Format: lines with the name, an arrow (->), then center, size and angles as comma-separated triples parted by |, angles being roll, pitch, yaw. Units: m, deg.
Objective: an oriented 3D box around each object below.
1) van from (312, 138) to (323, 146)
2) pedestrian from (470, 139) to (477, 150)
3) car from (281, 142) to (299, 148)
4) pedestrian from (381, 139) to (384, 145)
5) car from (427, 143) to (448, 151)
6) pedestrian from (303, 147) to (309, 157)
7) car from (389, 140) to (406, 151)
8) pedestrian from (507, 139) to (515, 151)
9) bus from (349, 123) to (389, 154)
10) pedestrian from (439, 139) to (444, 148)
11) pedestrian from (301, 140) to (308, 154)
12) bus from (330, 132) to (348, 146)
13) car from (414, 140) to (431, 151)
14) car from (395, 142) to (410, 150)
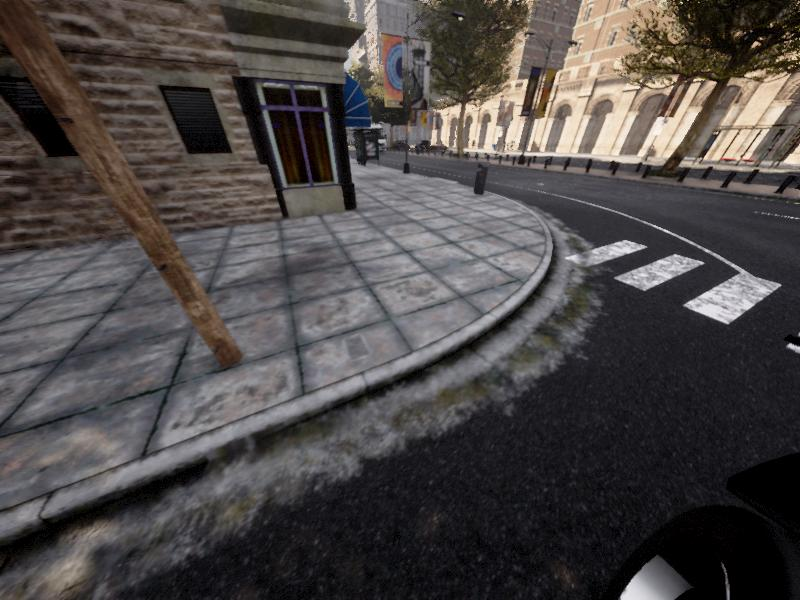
van -> -31.270, -60.029, 87.639 | 2.351, 2.431, 6.366 | -15, 38, -20
pedestrian -> 15.225, -32.238, 47.791 | 0.751, 1.860, 0.751 | -14, 37, -18
car -> -32.921, -46.384, 69.200 | 4.718, 1.301, 1.895 | -16, 38, -21
pedestrian -> -6.635, -60.569, 88.362 | 0.751, 1.860, 0.751 | -7, 36, -9
car -> 7.800, -32.007, 48.322 | 1.895, 1.301, 4.718 | -15, 38, -20
pedestrian -> -13.136, -20.670, 32.241 | 0.500, 1.100, 0.500 | -17, 38, -22
car -> -0.544, -33.276, 49.711 | 1.932, 1.855, 4.605 | -15, 38, -20
pedestrian -> 20.730, -29.035, 43.176 | 0.751, 1.860, 0.751 | -16, 38, -21
bus -> -5.899, -30.067, 43.124 | 3.944, 4.253, 10.273 | -15, 38, -20
pedestrian -> 10.376, -39.551, 58.256 | 0.751, 1.860, 0.751 | -15, 38, -20
pedestrian -> -16.153, -25.907, 39.069 | 0.751, 1.860, 0.751 | -16, 38, -21
bus -> -23.634, -62.115, 88.952 | 3.944, 4.253, 10.273 | -15, 38, -20
car -> 4.568, -31.793, 47.538 | 1.905, 1.878, 3.866 | -15, 38, -20
car -> 0.586, -36.415, 54.615 | 1.994, 1.385, 4.181 | -15, 38, -20
